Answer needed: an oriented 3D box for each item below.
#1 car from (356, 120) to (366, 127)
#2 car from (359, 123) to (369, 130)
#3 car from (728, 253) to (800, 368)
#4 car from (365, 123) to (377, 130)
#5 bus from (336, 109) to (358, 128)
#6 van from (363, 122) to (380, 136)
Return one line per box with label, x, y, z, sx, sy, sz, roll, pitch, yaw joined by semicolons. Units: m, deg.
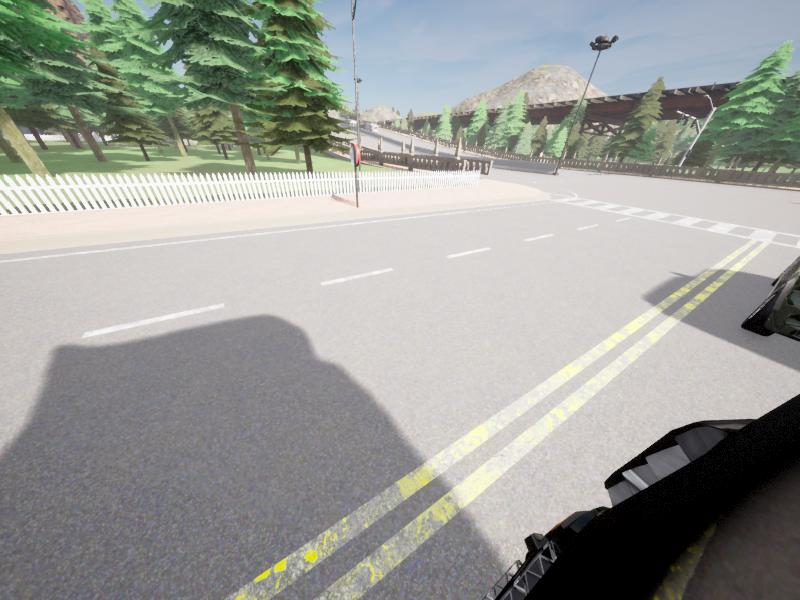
car;-14.879;-67.059;87.912;1.801;1.575;5.366;-17;46;-27
car;-12.313;-59.756;79.614;1.816;1.474;4.193;-17;46;-27
car;7.414;-0.202;3.200;4.553;1.767;2.097;-16;38;-26
car;-10.387;-61.872;82.491;2.163;1.488;4.792;-17;46;-27
bus;-18.633;-63.770;81.183;3.944;4.253;10.273;-17;46;-27
van;-8.737;-51.749;69.849;2.351;2.431;6.366;-17;46;-27
